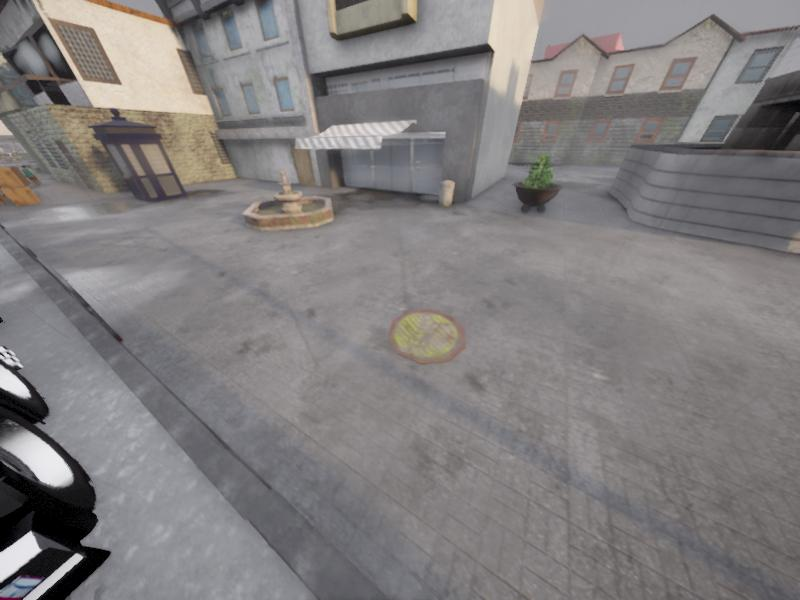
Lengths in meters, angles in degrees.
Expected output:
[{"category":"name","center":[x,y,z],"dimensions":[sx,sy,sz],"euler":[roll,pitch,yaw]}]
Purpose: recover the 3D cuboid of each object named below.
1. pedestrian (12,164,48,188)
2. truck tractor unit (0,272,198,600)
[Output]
[{"category":"pedestrian","center":[-20.929,-7.028,13.083],"dimensions":[0.500,1.100,0.500],"euler":[-25,42,-31]},{"category":"truck tractor unit","center":[-5.122,-0.290,0.757],"dimensions":[6.516,4.208,3.053],"euler":[18,39,23]}]
